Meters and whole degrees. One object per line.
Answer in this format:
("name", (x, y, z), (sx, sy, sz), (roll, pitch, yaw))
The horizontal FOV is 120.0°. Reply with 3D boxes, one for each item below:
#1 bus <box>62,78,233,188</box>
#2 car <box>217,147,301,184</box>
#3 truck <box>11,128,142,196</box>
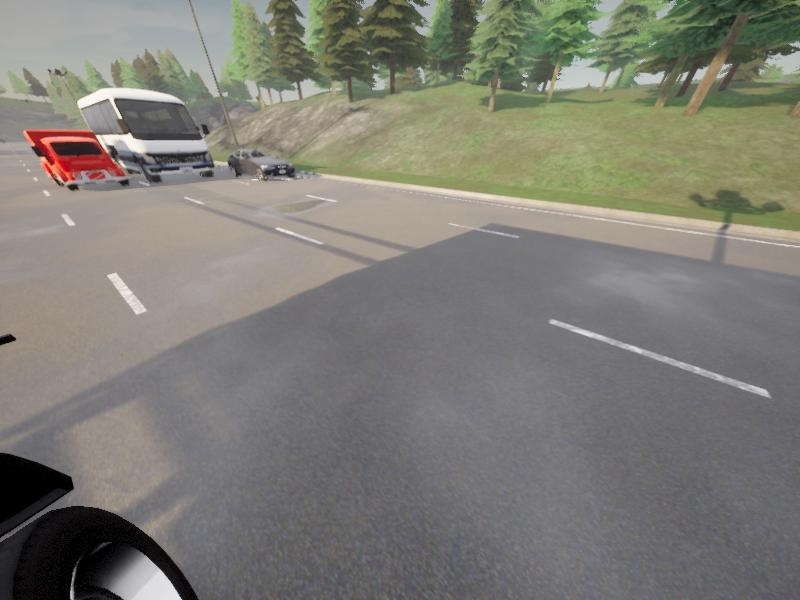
("bus", (-16.040, -10.305, 14.708), (10.273, 4.253, 3.944), (22, 41, 28))
("car", (-9.053, -8.730, 14.813), (5.027, 1.651, 2.152), (22, 41, 28))
("truck", (-16.504, -7.209, 11.857), (5.204, 2.467, 2.627), (22, 41, 28))
